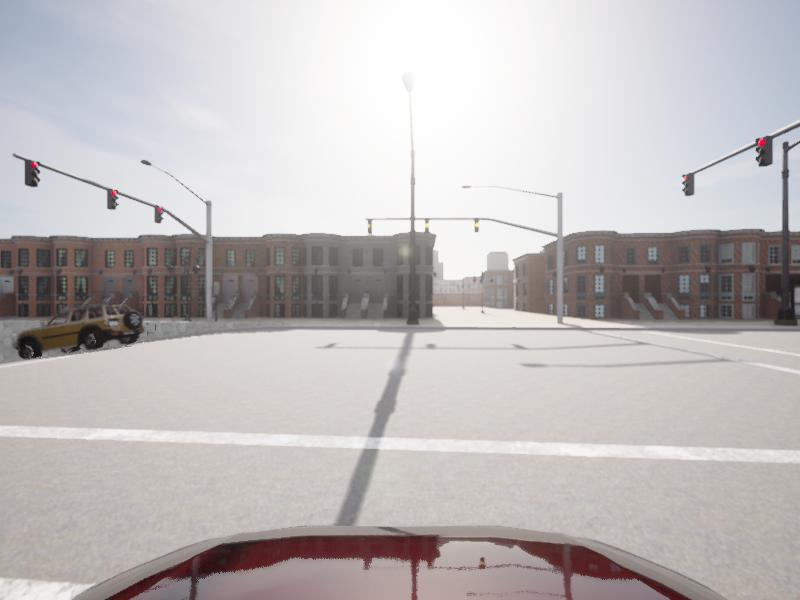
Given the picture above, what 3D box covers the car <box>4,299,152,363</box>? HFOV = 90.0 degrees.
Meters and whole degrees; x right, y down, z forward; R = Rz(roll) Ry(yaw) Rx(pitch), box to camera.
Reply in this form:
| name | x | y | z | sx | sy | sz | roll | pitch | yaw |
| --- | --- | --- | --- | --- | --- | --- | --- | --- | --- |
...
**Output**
| name | x | y | z | sx | sy | sz | roll | pitch | yaw |
| --- | --- | --- | --- | --- | --- | --- | --- | --- | --- |
| car | -13.054 | 1.215 | 16.373 | 4.605 | 1.855 | 1.932 | -9 | -1 | 8 |
